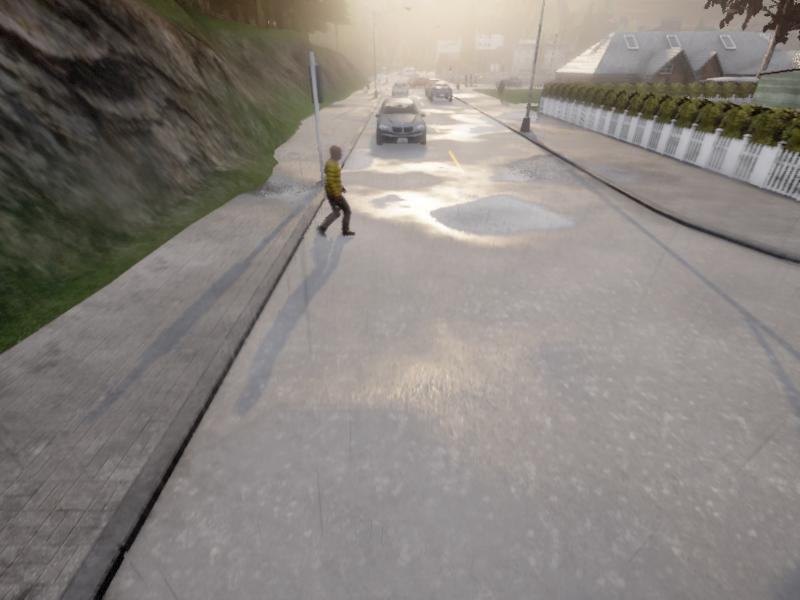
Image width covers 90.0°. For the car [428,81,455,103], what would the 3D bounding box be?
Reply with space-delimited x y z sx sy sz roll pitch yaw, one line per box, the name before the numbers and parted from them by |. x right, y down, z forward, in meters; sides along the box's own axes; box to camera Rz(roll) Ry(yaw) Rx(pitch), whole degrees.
car | 4.004 -20.765 39.854 2.152 1.651 5.027 0 30 0

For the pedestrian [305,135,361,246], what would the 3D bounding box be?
pedestrian | -1.270 -2.099 7.686 0.751 1.860 0.751 -11 32 -18

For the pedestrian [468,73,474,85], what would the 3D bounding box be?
pedestrian | 12.202 -37.838 68.494 0.751 1.860 0.751 -2 30 -3

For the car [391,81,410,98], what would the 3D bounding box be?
car | 0.022 -23.787 45.110 2.007 1.525 4.514 0 30 0

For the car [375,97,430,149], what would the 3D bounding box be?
car | -0.014 -8.328 18.561 2.242 1.667 4.611 -2 30 -3

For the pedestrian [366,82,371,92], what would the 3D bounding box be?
pedestrian | -4.002 -26.923 50.634 0.500 1.100 0.500 9 31 15

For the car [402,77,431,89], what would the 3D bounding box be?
car | 2.621 -34.185 62.869 4.514 1.525 2.007 -26 39 -37

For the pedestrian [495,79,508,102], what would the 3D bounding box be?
pedestrian | 9.401 -19.447 37.114 0.751 1.860 0.751 0 30 0

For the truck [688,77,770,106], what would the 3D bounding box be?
truck | 26.986 -17.213 32.996 4.478 2.038 2.069 0 30 0

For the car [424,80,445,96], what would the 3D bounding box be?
car | 4.005 -25.134 47.400 2.038 1.542 4.974 0 30 0

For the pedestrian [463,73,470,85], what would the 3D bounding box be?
pedestrian | 11.324 -37.695 68.248 0.751 1.860 0.751 -18 35 -27

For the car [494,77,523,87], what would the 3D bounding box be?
car | 17.984 -36.213 66.388 4.193 1.474 1.816 0 30 0
